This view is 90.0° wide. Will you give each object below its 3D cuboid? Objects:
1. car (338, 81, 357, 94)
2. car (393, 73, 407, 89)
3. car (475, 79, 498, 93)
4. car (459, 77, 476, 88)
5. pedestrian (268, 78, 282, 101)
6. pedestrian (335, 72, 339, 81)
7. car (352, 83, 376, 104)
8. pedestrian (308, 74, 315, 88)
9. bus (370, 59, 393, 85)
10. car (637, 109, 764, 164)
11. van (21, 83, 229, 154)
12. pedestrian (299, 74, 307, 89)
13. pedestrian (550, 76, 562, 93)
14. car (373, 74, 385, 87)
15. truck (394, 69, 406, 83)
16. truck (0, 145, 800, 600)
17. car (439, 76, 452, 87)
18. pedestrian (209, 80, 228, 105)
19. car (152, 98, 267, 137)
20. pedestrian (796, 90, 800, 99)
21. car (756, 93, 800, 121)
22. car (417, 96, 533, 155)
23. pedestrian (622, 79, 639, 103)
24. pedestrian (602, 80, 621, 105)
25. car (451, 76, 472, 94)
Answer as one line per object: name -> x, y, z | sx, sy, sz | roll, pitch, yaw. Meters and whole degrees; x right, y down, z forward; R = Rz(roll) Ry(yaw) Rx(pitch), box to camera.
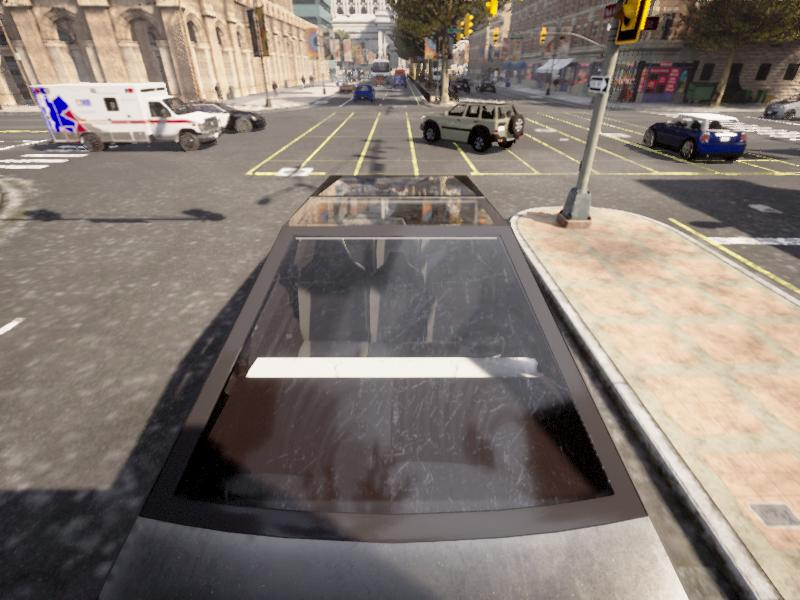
car -> -6.761, -27.492, 51.803 | 1.895, 1.301, 4.718 | 0, 30, 0
car -> -0.008, -34.851, 63.677 | 2.150, 2.045, 5.566 | 0, 30, 0
car -> 11.489, -28.714, 53.666 | 2.038, 1.542, 4.974 | 0, 30, 0
car -> 11.493, -37.329, 68.507 | 2.128, 1.511, 4.902 | 0, 30, 0
pedestrian -> -12.047, -20.291, 38.575 | 0.751, 1.860, 0.751 | 5, 31, 8
pedestrian -> -14.316, -50.839, 90.886 | 0.751, 1.860, 0.751 | -3, 30, -6
car -> -3.482, -20.405, 39.438 | 1.882, 1.535, 5.008 | 0, 30, 0
pedestrian -> -13.766, -34.125, 62.264 | 0.751, 1.860, 0.751 | 0, 30, -1
bus -> -3.384, -44.310, 77.673 | 3.944, 4.253, 10.273 | 0, 30, 0
car -> 11.476, -6.514, 15.706 | 1.970, 1.475, 3.806 | 0, 30, 0
van -> -10.980, -7.572, 16.582 | 6.366, 2.431, 2.351 | 0, 30, 0
pedestrian -> -13.905, -31.406, 57.609 | 0.751, 1.860, 0.751 | 2, 30, 3
pedestrian -> 19.258, -26.575, 49.327 | 0.751, 1.860, 0.751 | -6, 31, -11
car -> -3.508, -37.454, 68.303 | 1.905, 1.878, 3.866 | 0, 30, 0
truck -> -0.003, -49.016, 87.503 | 2.627, 2.467, 5.204 | 0, 30, 0
truck -> -0.025, 0.178, 3.672 | 2.390, 2.098, 6.274 | 0, 30, 0
car -> 7.991, -38.276, 70.089 | 1.816, 1.474, 4.193 | 0, 30, 0
pedestrian -> -15.364, -17.536, 33.857 | 0.751, 1.860, 0.751 | 12, 32, 20
car -> -9.719, -9.613, 20.965 | 4.974, 1.542, 2.038 | -6, 31, -11
pedestrian -> 40.395, -20.912, 39.623 | 0.751, 1.860, 0.751 | 1, 30, 1
car -> 26.035, -12.586, 26.048 | 3.633, 1.501, 1.845 | 0, 30, 0
car -> 3.021, -7.596, 17.156 | 1.932, 1.855, 4.605 | -23, 36, -34
pedestrian -> 20.572, -18.637, 35.733 | 0.751, 1.860, 0.751 | 10, 32, 17
pedestrian -> 18.215, -17.871, 34.423 | 0.751, 1.860, 0.751 | -2, 30, -4
car -> 7.988, -28.063, 52.215 | 1.932, 1.855, 4.605 | 0, 31, 0
